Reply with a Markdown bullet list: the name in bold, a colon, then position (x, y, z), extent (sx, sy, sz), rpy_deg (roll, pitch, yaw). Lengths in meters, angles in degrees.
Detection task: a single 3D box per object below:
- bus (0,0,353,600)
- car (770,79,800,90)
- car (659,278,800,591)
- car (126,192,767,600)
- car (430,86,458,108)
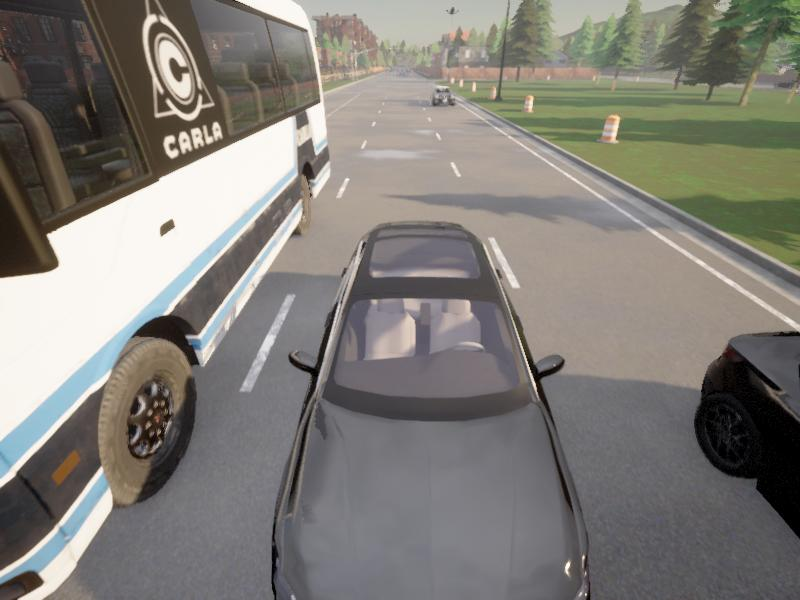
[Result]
- **bus**: position (-3.286, -2.111, 5.388), extent (3.944, 4.253, 10.273), rpy_deg (0, 30, 0)
- **car**: position (58.466, -32.284, 59.835), extent (1.895, 1.301, 4.718), rpy_deg (0, 30, 0)
- **car**: position (3.576, 1.509, 1.954), extent (1.816, 1.474, 4.193), rpy_deg (0, 30, 0)
- **car**: position (0.214, 0.399, 3.814), extent (2.128, 1.511, 4.902), rpy_deg (1, 30, 1)
- **car**: position (3.731, -17.612, 34.610), extent (1.970, 1.475, 3.806), rpy_deg (0, 30, 0)
